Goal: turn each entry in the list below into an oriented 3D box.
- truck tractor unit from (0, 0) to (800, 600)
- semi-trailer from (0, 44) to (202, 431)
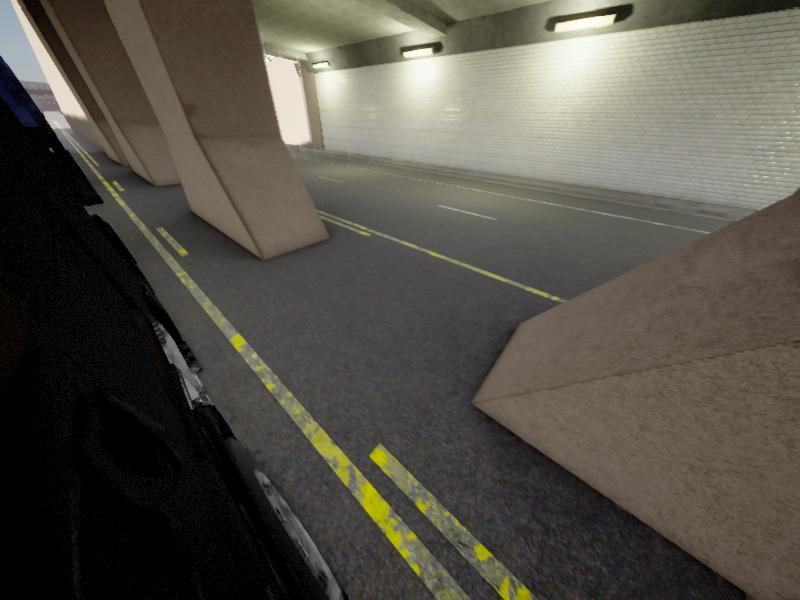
[{"bbox_3d":[-2.645,-0.295,0.351,6.516,4.208,3.053,28,44,30],"label":"truck tractor unit"},{"bbox_3d":[-8.704,-3.600,4.225,14.254,4.402,2.717,28,44,30],"label":"semi-trailer"}]
